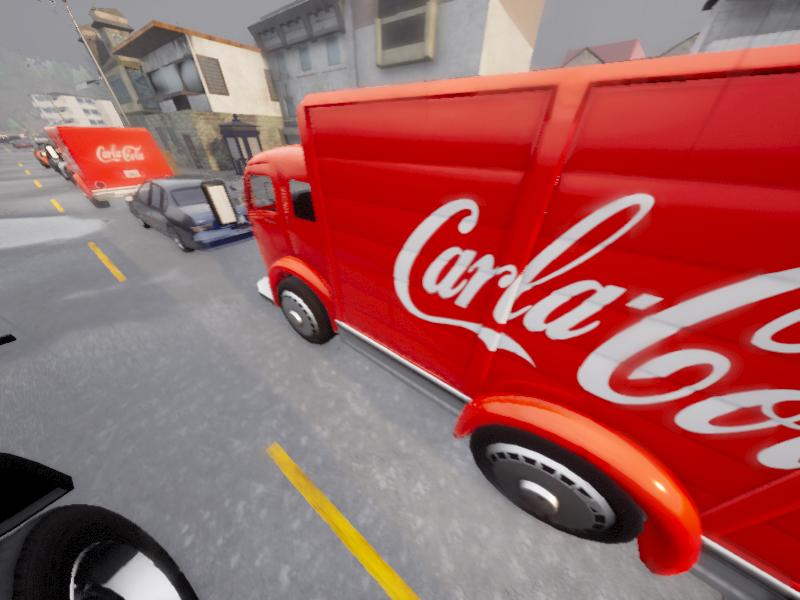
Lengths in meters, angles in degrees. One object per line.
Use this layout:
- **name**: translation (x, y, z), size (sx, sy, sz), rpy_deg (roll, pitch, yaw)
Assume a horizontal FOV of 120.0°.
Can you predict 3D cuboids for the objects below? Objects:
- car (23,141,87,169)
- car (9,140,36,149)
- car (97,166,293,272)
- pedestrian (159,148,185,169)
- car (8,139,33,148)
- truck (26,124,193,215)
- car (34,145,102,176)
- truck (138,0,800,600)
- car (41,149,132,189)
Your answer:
- **car**: translation (-28.742, -12.156, 19.254), size (4.553, 1.767, 2.097), rpy_deg (22, 41, 28)
- **car**: translation (-69.868, -28.815, 42.773), size (4.181, 1.385, 1.994), rpy_deg (21, 40, 27)
- **car**: translation (-5.586, -2.525, 6.211), size (5.357, 1.411, 2.033), rpy_deg (22, 41, 28)
- **pedestrian**: translation (-17.447, -10.826, 17.697), size (0.751, 1.300, 0.751), rpy_deg (23, 41, 28)
- **car**: translation (-75.811, -31.243, 46.148), size (4.181, 1.385, 1.994), rpy_deg (21, 40, 26)
- **truck**: translation (-11.507, -5.389, 9.265), size (5.204, 2.467, 2.627), rpy_deg (22, 41, 28)
- **car**: translation (-23.351, -9.878, 16.248), size (3.988, 1.617, 1.851), rpy_deg (22, 41, 28)
- **truck**: translation (0.595, -0.437, 2.387), size (5.204, 2.467, 2.627), rpy_deg (22, 41, 28)
- **car**: translation (-17.824, -7.586, 13.128), size (4.974, 1.542, 2.038), rpy_deg (22, 41, 28)
